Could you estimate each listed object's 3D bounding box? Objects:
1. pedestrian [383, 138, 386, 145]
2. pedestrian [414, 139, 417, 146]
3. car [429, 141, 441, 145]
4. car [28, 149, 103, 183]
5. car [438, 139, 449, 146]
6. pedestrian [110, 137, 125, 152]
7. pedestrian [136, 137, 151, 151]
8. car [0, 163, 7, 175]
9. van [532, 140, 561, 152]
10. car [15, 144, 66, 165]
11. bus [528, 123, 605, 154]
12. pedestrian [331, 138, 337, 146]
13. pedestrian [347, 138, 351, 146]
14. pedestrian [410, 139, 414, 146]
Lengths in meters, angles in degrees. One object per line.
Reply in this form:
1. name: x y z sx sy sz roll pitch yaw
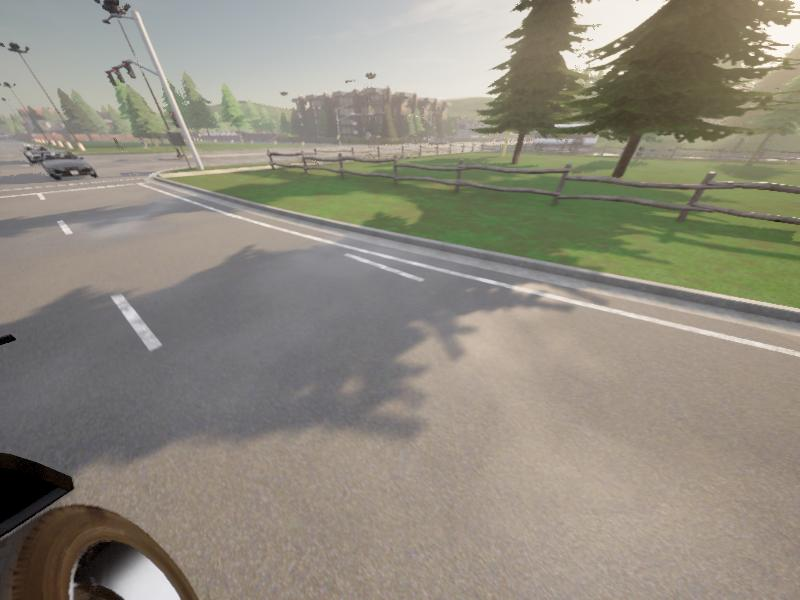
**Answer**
1. pedestrian: -5.098 -53.233 77.402 0.751 1.860 0.751 23 41 28
2. pedestrian: 4.732 -47.883 70.174 0.751 1.860 0.751 -30 45 -35
3. car: 12.315 -55.180 81.111 1.895 1.301 4.718 22 41 28
4. car: -20.780 -8.402 14.344 4.193 1.474 1.816 22 41 28
5. car: 14.862 -53.975 78.937 1.905 1.878 3.866 22 41 28
6. pedestrian: -43.295 -23.861 35.408 0.751 1.860 0.751 27 43 32
7. pedestrian: -41.048 -24.963 36.991 0.751 1.860 0.751 25 42 30
8. car: -29.717 -9.598 15.928 4.902 1.511 2.128 22 41 28
9. van: 29.536 -31.168 46.643 4.442 1.987 1.775 22 41 28
10. car: -34.324 -13.929 22.052 3.806 1.475 1.970 22 41 28
11. bus: 29.984 -29.359 42.116 10.273 4.253 3.944 22 41 28
12. pedestrian: -17.483 -41.847 61.146 0.751 1.860 0.751 25 42 31
13. pedestrian: -14.266 -44.218 64.800 0.751 1.860 0.751 22 40 27
14. pedestrian: 3.710 -49.584 72.575 0.751 1.860 0.751 22 40 27
